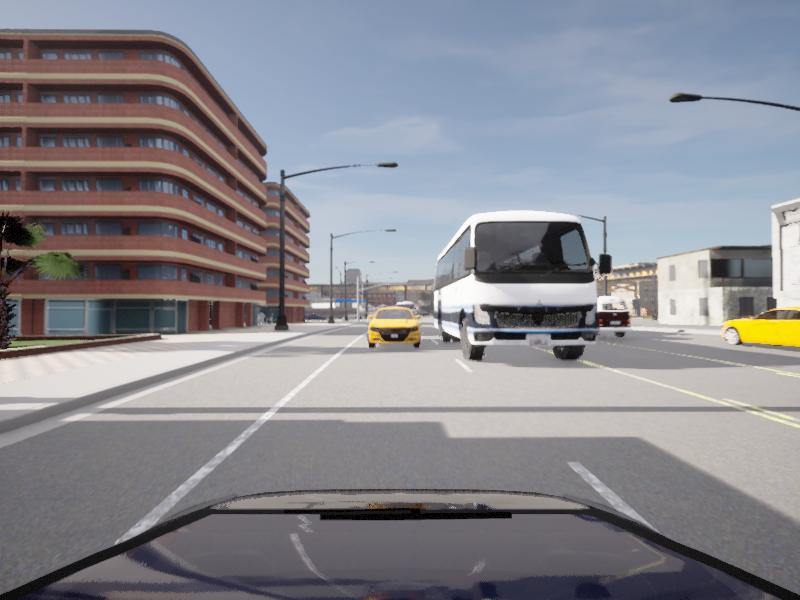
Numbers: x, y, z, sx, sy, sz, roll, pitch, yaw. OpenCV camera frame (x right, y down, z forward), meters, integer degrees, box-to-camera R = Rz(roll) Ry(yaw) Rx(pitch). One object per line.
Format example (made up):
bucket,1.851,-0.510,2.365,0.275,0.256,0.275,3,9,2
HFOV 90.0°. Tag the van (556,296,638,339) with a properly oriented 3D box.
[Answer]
van,10.209,0.914,21.192,2.069,2.038,4.480,0,-2,-1

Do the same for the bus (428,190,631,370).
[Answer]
bus,3.416,-0.367,14.606,3.944,4.253,10.273,0,-1,-1

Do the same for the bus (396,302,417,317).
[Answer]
bus,1.738,2.691,113.386,3.944,4.253,10.273,0,-1,-12

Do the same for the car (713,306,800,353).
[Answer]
car,13.805,0.968,13.903,1.882,1.535,5.008,0,-1,-1

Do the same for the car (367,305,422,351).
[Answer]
car,-0.224,1.021,16.053,1.882,1.535,5.008,0,-2,-1
